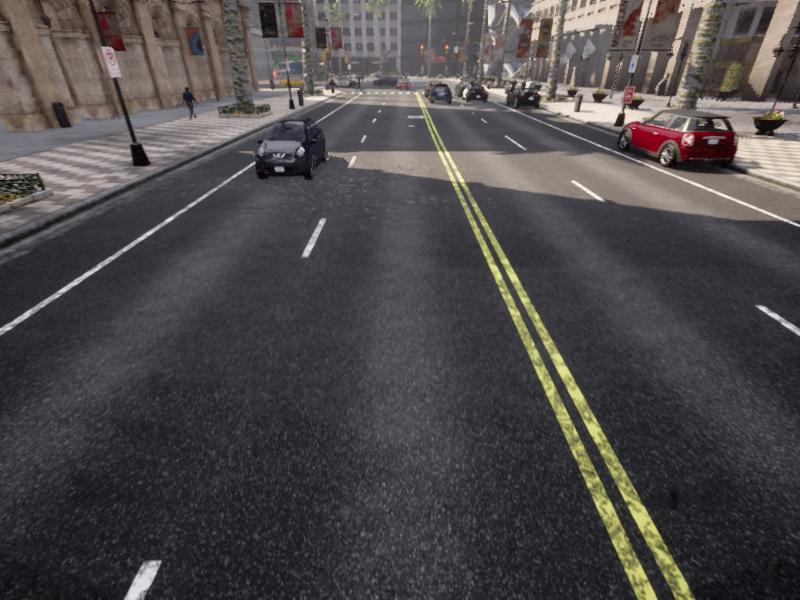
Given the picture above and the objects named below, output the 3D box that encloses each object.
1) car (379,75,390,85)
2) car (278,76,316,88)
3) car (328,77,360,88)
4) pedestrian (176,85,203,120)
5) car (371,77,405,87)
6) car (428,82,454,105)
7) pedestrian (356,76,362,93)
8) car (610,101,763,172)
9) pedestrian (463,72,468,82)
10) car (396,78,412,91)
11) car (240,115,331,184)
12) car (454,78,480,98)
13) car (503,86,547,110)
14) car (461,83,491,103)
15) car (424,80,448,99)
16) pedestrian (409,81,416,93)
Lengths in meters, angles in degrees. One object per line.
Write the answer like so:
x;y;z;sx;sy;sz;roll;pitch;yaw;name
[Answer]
-2.816;-39.757;72.365;1.845;1.501;3.633;0;30;0;car
-16.258;-34.414;63.191;5.366;1.575;1.801;0;30;0;car
-8.842;-34.569;63.502;4.974;1.542;2.038;-2;30;-4;car
-12.664;-11.888;24.095;0.751;1.860;0.751;0;30;0;pedestrian
-1.938;-36.348;66.679;5.357;1.411;2.033;-20;36;-30;car
3.777;-19.445;37.586;2.033;1.649;4.856;0;30;1;car
-5.203;-27.312;50.738;0.751;1.860;0.751;-3;31;-6;pedestrian
10.104;-6.158;14.741;2.185;1.767;4.553;0;30;0;car
13.076;-44.417;79.652;0.751;1.860;0.751;6;31;10;pedestrian
0.532;-31.173;57.756;2.163;1.488;4.792;0;30;0;car
-3.486;-4.988;12.990;1.845;1.501;3.633;0;31;0;car
7.365;-23.547;44.427;2.097;1.767;4.553;0;30;1;car
10.418;-17.122;33.770;2.163;1.488;4.792;0;30;0;car
7.297;-20.265;39.084;2.038;1.542;4.974;0;30;0;car
3.853;-22.917;43.472;2.242;1.667;4.611;0;30;0;car
1.586;-27.476;51.575;0.751;1.300;0.751;-1;30;-2;pedestrian
